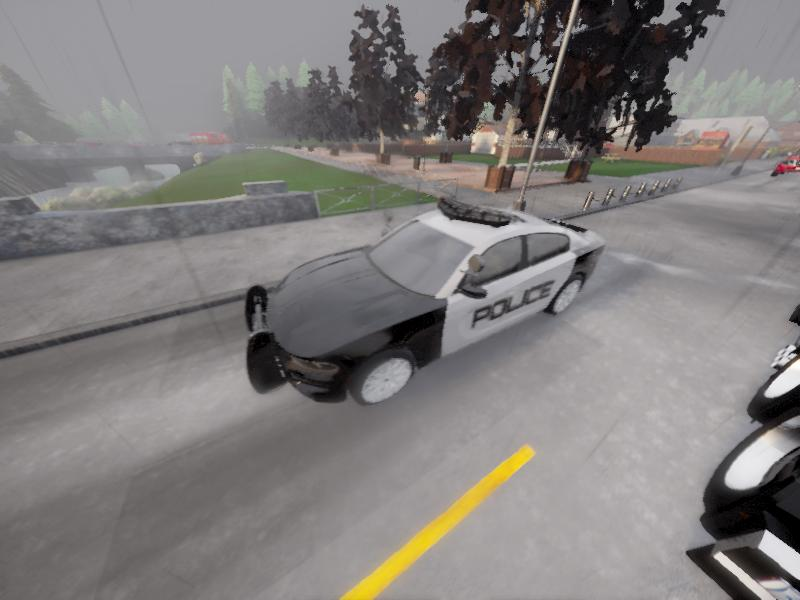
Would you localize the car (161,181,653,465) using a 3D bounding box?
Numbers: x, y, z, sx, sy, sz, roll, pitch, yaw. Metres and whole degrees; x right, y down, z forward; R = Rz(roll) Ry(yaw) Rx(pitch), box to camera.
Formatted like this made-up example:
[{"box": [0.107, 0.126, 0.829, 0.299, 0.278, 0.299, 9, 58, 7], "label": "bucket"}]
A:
[{"box": [0.728, -0.474, 3.258, 5.238, 1.638, 1.930, -18, 39, -24], "label": "car"}]

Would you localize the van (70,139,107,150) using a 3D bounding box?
[{"box": [-72.554, -36.354, 53.885, 4.442, 1.987, 1.775, -18, 39, -24], "label": "van"}]

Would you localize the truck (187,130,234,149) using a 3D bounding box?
[{"box": [-49.363, -42.028, 60.627, 8.468, 3.827, 2.891, -18, 39, -24], "label": "truck"}]

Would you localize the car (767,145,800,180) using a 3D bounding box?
[{"box": [31.702, -10.710, 17.885, 5.566, 2.045, 2.150, -18, 39, -24], "label": "car"}]

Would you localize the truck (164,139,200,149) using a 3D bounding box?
[{"box": [-57.459, -41.322, 61.056, 6.274, 2.098, 2.390, -18, 39, -24], "label": "truck"}]

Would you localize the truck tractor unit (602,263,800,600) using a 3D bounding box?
[{"box": [5.112, -0.298, 0.788, 6.516, 4.208, 3.053, -18, 39, -24], "label": "truck tractor unit"}]
